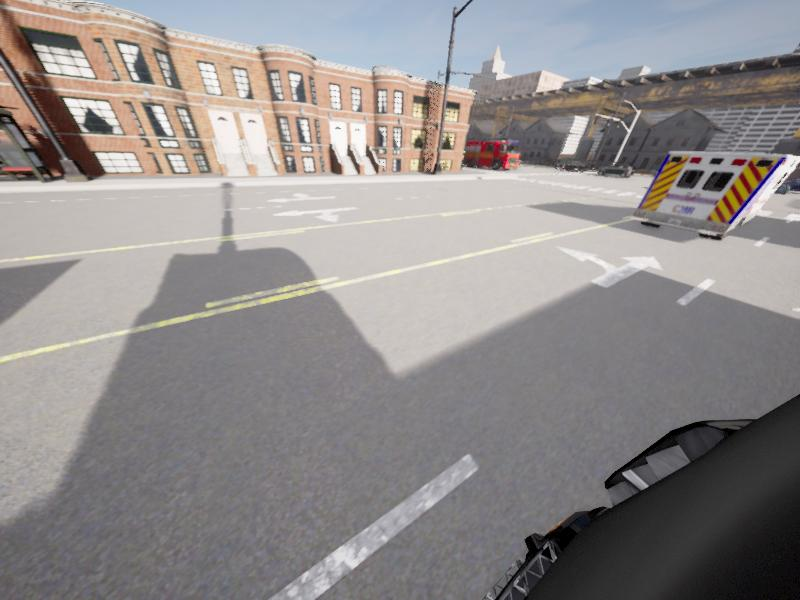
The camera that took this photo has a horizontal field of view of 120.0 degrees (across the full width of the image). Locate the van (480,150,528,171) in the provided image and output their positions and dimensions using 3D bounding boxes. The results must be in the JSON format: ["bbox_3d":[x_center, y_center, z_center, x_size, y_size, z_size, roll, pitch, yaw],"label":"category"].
[{"bbox_3d":[16.022,-21.959,36.173,2.351,2.431,6.366,-16,38,-25],"label":"van"}]

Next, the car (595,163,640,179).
[{"bbox_3d":[28.421,-16.985,30.329,1.789,1.549,3.705,-16,38,-26],"label":"car"}]

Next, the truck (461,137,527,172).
[{"bbox_3d":[13.247,-21.392,33.844,2.891,3.827,8.468,-16,38,-26],"label":"truck"}]

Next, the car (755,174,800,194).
[{"bbox_3d":[38.369,-10.960,22.022,1.812,1.442,4.674,-16,38,-26],"label":"car"}]

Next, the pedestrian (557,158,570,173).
[{"bbox_3d":[23.873,-19.653,33.717,0.751,1.860,0.751,-18,39,-28],"label":"pedestrian"}]

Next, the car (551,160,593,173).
[{"bbox_3d":[27.642,-21.584,37.289,1.837,1.490,4.892,-16,38,-26],"label":"car"}]

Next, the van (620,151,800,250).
[{"bbox_3d":[11.562,-3.872,8.467,6.366,2.431,2.351,-16,38,-26],"label":"van"}]

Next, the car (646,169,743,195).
[{"bbox_3d":[24.507,-9.956,19.419,5.008,1.535,1.882,3,33,1],"label":"car"}]
